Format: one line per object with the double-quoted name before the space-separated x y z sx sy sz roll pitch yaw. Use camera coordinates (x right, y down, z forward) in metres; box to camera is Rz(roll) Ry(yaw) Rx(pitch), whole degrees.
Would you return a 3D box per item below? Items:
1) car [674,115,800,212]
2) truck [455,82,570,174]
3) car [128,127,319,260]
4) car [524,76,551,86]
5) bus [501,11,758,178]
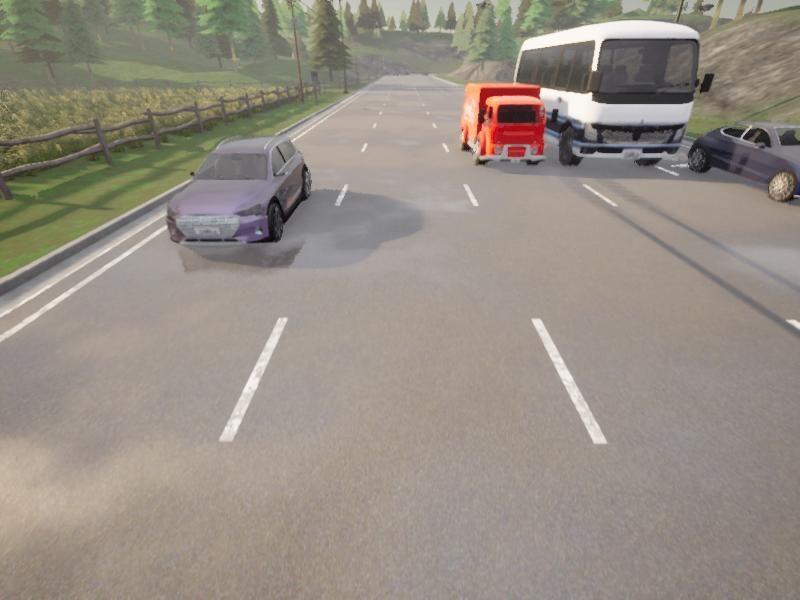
"car" 10.680 -4.118 11.433 2.152 1.651 5.027 0 30 0
"truck" 3.706 -6.482 14.636 2.627 2.467 5.204 0 30 0
"car" -3.338 -2.656 8.926 2.033 1.649 4.856 0 30 0
"car" 25.477 -40.627 74.034 4.902 1.511 2.128 -21 36 -31
"bus" 7.342 -8.240 15.880 3.944 4.253 10.273 0 30 0
